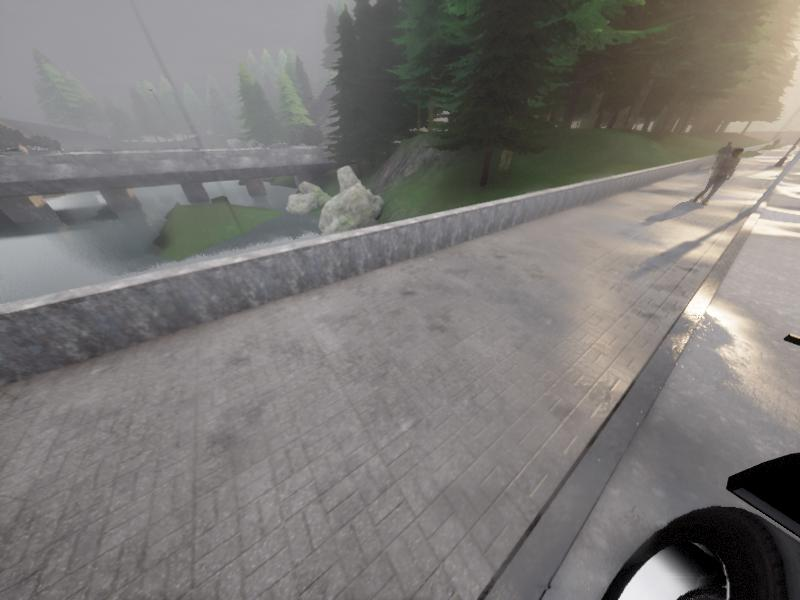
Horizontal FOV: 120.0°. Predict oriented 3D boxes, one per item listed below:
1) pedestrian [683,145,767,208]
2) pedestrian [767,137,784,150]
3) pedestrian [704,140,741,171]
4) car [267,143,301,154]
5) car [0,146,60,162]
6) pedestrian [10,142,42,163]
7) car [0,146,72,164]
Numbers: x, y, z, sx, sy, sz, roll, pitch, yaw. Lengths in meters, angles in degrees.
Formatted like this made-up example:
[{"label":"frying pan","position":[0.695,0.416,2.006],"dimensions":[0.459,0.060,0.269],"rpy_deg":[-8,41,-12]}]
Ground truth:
[{"label":"pedestrian","position":[11.278,-4.338,8.142],"dimensions":[0.751,1.860,0.751],"rpy_deg":[19,39,25]},{"label":"pedestrian","position":[65.365,-27.216,40.196],"dimensions":[0.751,1.860,0.751],"rpy_deg":[-23,41,-28]},{"label":"pedestrian","position":[23.574,-10.592,16.922],"dimensions":[0.751,1.860,0.751],"rpy_deg":[-24,42,-30]},{"label":"car","position":[-20.194,-26.500,40.342],"dimensions":[4.892,1.490,1.837],"rpy_deg":[-22,41,-28]},{"label":"car","position":[-47.171,-18.306,28.963],"dimensions":[4.674,1.442,1.812],"rpy_deg":[-22,41,-27]},{"label":"pedestrian","position":[-39.876,-15.729,24.670],"dimensions":[0.751,1.860,0.751],"rpy_deg":[-10,36,-14]},{"label":"car","position":[-43.108,-17.215,27.313],"dimensions":[4.514,1.525,2.007],"rpy_deg":[-22,41,-28]}]
